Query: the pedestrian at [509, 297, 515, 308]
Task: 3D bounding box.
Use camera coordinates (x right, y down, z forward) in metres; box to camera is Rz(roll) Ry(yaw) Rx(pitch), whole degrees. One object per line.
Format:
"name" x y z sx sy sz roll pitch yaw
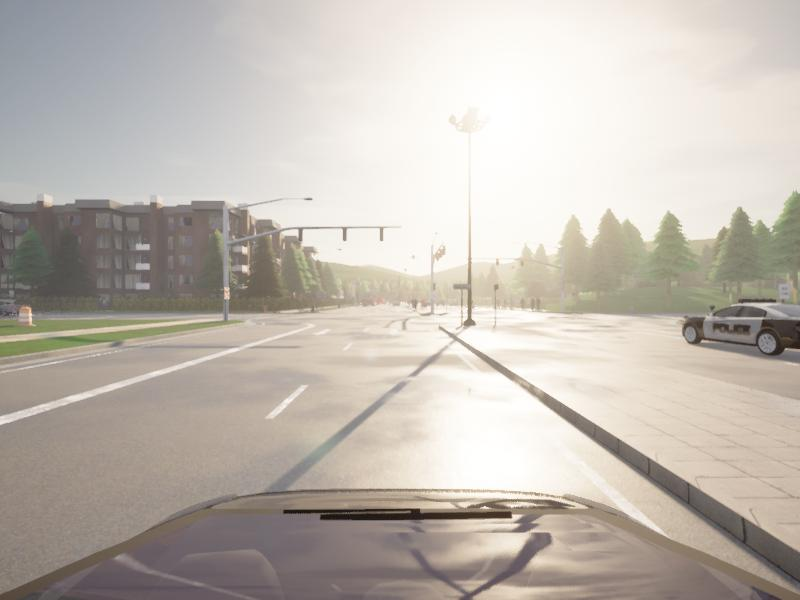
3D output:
"pedestrian" 19.504 0.477 69.794 0.751 1.860 0.751 0 0 -1

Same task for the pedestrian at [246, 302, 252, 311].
"pedestrian" -19.087 0.867 50.608 0.500 1.100 0.500 0 0 2

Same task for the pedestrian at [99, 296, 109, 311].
"pedestrian" -37.449 0.487 50.659 0.751 1.860 0.751 0 0 0

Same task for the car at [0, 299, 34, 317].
"car" -39.060 0.758 39.078 4.611 1.667 2.242 0 0 -1

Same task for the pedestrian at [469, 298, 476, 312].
"pedestrian" 9.401 0.642 51.780 0.751 1.860 0.751 0 0 -9

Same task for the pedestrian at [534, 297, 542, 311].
"pedestrian" 18.624 0.476 53.936 0.751 1.860 0.751 0 0 -37

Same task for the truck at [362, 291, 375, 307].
"truck" -7.969 -0.320 101.980 2.891 3.827 8.468 0 0 -1

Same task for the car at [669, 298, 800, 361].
"car" 11.476 0.772 13.033 1.930 1.638 5.238 0 0 0

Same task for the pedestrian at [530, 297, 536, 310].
"pedestrian" 18.098 0.476 54.537 0.751 1.860 0.751 0 0 19

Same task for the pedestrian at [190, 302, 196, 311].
"pedestrian" -26.198 0.867 50.719 0.500 1.100 0.500 0 0 -2

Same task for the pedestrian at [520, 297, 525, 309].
"pedestrian" 19.132 0.476 62.490 0.751 1.860 0.751 0 0 7

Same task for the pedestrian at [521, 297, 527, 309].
"pedestrian" 19.055 0.476 61.574 0.751 1.860 0.751 0 0 7

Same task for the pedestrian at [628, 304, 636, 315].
"pedestrian" 25.189 1.019 43.428 0.500 1.100 0.500 0 0 2
